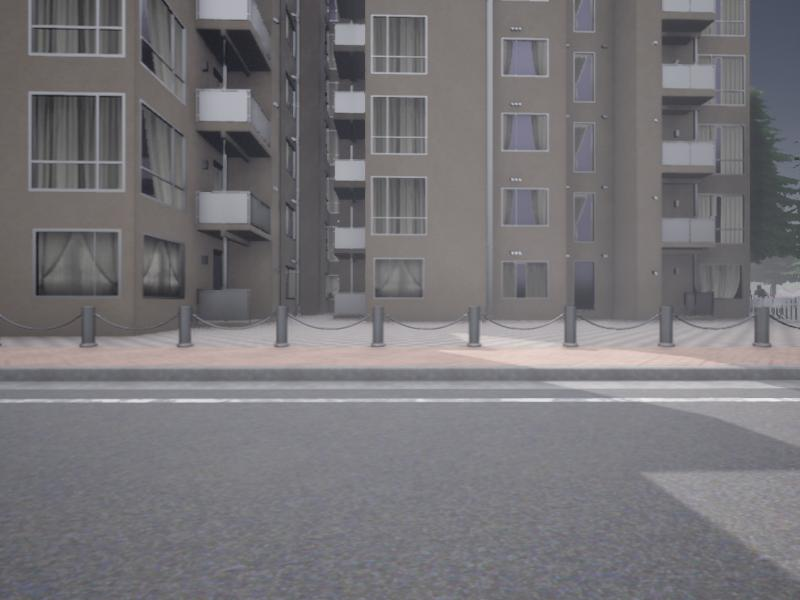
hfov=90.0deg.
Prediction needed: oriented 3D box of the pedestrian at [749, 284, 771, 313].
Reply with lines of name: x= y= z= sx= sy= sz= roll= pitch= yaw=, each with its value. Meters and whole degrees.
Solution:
pedestrian: x=23.366 y=-0.095 z=25.944 sx=0.751 sy=1.860 sz=0.751 roll=0 pitch=0 yaw=1
